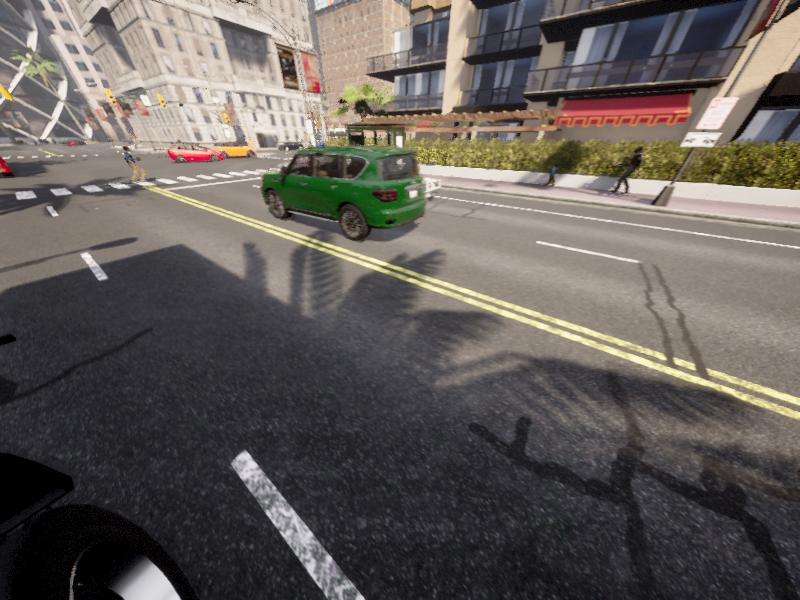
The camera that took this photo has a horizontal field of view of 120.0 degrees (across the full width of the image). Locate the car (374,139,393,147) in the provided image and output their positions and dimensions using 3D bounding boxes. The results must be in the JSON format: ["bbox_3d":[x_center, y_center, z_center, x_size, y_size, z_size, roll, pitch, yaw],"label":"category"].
[{"bbox_3d":[-4.766,-45.271,66.584,5.238,1.638,1.930,22,40,27],"label":"car"}]

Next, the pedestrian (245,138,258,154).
[{"bbox_3d":[-21.316,-22.181,33.227,0.751,1.860,0.751,18,39,24],"label":"pedestrian"}]

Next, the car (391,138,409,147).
[{"bbox_3d":[0.053,-42.705,62.648,2.150,2.045,5.566,22,41,27],"label":"car"}]

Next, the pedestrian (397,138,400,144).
[{"bbox_3d":[-0.408,-55.531,80.668,0.751,1.860,0.751,23,41,29],"label":"pedestrian"}]

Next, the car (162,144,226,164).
[{"bbox_3d":[-20.829,-15.012,23.657,4.514,1.525,2.007,-19,39,-25],"label":"car"}]

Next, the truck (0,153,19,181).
[{"bbox_3d":[-27.777,-9.755,14.146,8.468,3.827,2.891,22,41,28],"label":"truck"}]

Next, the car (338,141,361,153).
[{"bbox_3d":[-8.787,-26.990,40.719,1.789,1.549,3.705,22,41,27],"label":"car"}]

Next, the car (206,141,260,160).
[{"bbox_3d":[-20.046,-18.203,27.953,2.097,1.767,4.553,29,44,34],"label":"car"}]

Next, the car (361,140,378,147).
[{"bbox_3d":[-8.535,-44.277,65.240,4.514,1.525,2.007,22,40,27],"label":"car"}]

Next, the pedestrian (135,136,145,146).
[{"bbox_3d":[-62.854,-38.391,55.793,0.751,1.860,0.751,-21,41,-27],"label":"pedestrian"}]

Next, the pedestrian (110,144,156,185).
[{"bbox_3d":[-14.488,-7.401,12.600,0.751,1.860,0.751,19,39,25],"label":"pedestrian"}]

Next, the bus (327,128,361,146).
[{"bbox_3d":[-17.777,-51.579,73.136,10.273,4.253,3.944,22,40,27],"label":"bus"}]

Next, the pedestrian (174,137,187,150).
[{"bbox_3d":[-37.518,-26.688,39.448,0.751,1.860,0.751,24,41,29],"label":"pedestrian"}]

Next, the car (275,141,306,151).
[{"bbox_3d":[-20.496,-28.903,43.370,1.837,1.490,4.892,22,41,27],"label":"car"}]

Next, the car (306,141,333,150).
[{"bbox_3d":[-16.653,-32.124,47.934,1.882,1.535,5.008,22,40,27],"label":"car"}]

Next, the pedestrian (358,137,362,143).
[{"bbox_3d":[-15.039,-60.057,86.943,0.751,1.860,0.751,22,41,28],"label":"pedestrian"}]

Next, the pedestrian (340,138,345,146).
[{"bbox_3d":[-15.755,-43.286,63.172,0.751,1.860,0.751,16,38,21],"label":"pedestrian"}]

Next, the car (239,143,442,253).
[{"bbox_3d":[-1.872,-3.376,6.895,5.566,2.045,2.150,22,40,27],"label":"car"}]

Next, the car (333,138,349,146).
[{"bbox_3d":[-17.933,-48.150,70.321,4.605,1.855,1.932,23,41,26],"label":"car"}]

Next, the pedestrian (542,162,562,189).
[{"bbox_3d":[7.583,-6.237,11.554,0.500,1.100,0.500,20,40,26],"label":"pedestrian"}]

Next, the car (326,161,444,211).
[{"bbox_3d":[-0.738,-5.077,9.969,4.718,1.301,1.895,22,41,28],"label":"car"}]

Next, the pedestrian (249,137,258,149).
[{"bbox_3d":[-29.607,-31.779,46.736,0.751,1.860,0.751,24,41,29],"label":"pedestrian"}]

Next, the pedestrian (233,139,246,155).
[{"bbox_3d":[-22.900,-21.836,32.974,0.751,1.860,0.751,19,39,25],"label":"pedestrian"}]

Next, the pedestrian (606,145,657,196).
[{"bbox_3d":[9.980,-5.627,10.052,0.751,1.860,0.751,18,39,24],"label":"pedestrian"}]

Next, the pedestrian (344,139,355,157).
[{"bbox_3d":[-6.213,-18.666,28.376,0.751,1.860,0.751,19,39,24],"label":"pedestrian"}]
